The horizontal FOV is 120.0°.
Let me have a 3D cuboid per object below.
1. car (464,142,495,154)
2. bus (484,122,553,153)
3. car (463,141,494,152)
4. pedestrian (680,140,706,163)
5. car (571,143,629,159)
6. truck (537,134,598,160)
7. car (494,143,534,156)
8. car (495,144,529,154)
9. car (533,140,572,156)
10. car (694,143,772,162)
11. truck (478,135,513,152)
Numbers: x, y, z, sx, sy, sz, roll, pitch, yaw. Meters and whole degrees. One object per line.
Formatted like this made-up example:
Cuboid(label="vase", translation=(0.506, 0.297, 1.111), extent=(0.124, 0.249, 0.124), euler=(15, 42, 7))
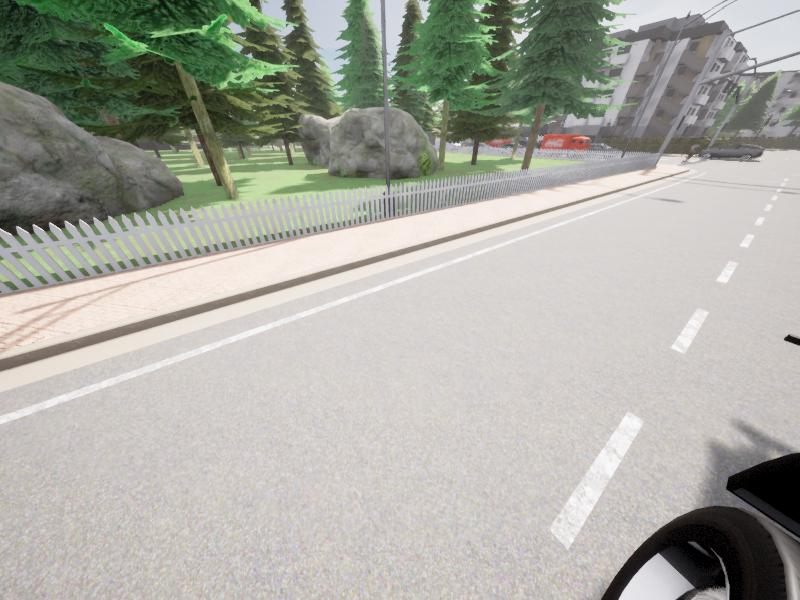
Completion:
Cuboid(label="car", translation=(13.343, -25.725, 39.045), extent=(1.837, 1.490, 4.892), euler=(-21, 40, -26))
Cuboid(label="bus", translation=(21.662, -30.471, 43.336), extent=(3.944, 4.253, 10.273), euler=(-21, 40, -26))
Cuboid(label="car", translation=(14.437, -28.515, 42.887), extent=(2.152, 1.651, 5.027), euler=(-21, 40, -26))
Cuboid(label="pedestrian", translation=(29.144, -14.766, 23.018), extent=(0.751, 1.860, 0.751), euler=(-20, 40, -26))
Cuboid(label="car", translation=(25.190, -18.954, 29.336), extent=(2.128, 1.511, 4.902), euler=(-21, 40, -26))
Cuboid(label="truck", translation=(20.914, -19.424, 29.200), extent=(2.627, 2.467, 5.204), euler=(-21, 40, -26))
Cuboid(label="car", translation=(16.912, -22.567, 34.536), extent=(1.837, 1.490, 4.892), euler=(-21, 40, -26))
Cuboid(label="car", translation=(18.362, -24.909, 38.023), extent=(1.895, 1.301, 4.718), euler=(-21, 40, -26))
Cuboid(label="car", translation=(21.882, -22.033, 33.400), extent=(1.905, 1.878, 3.866), euler=(-21, 40, -26))
Cuboid(label="car", translation=(36.544, -16.323, 25.508), extent=(2.007, 1.525, 4.514), euler=(-21, 40, -26))
Cuboid(label="truck", translation=(17.894, -29.511, 43.527), extent=(2.627, 2.467, 5.204), euler=(-21, 39, -26))
